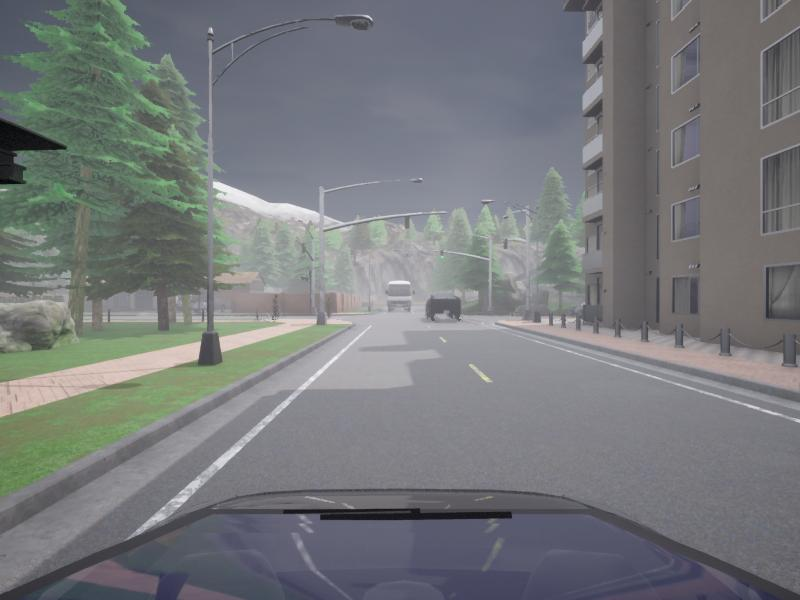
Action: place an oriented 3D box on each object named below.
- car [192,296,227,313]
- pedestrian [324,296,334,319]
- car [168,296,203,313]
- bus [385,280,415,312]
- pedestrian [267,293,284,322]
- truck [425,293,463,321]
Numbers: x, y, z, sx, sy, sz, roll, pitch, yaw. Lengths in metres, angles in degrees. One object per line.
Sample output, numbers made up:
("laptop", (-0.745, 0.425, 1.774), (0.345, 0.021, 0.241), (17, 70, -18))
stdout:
("car", (-21.587, 0.503, 45.523), (1.932, 1.855, 4.605), (0, 0, -1))
("pedestrian", (-5.779, 0.628, 32.486), (0.751, 1.860, 0.751), (0, 0, -9))
("car", (-24.091, 0.505, 45.073), (1.905, 1.878, 3.866), (0, 0, -1))
("bus", (0.035, -0.534, 57.845), (3.944, 4.253, 10.273), (0, 0, 0))
("pedestrian", (-7.992, 0.475, 25.721), (0.751, 1.860, 0.751), (0, 0, 21))
("truck", (3.454, 0.540, 32.860), (2.390, 2.098, 6.274), (0, 0, 0))
